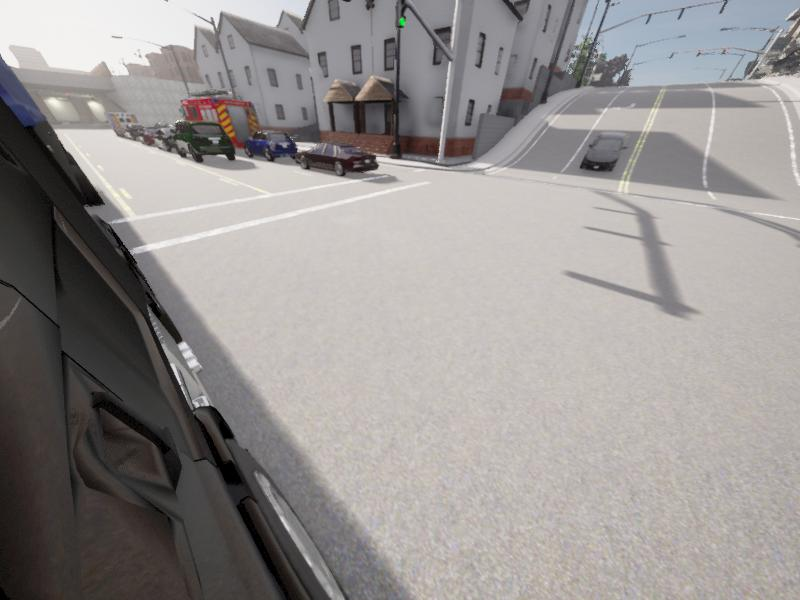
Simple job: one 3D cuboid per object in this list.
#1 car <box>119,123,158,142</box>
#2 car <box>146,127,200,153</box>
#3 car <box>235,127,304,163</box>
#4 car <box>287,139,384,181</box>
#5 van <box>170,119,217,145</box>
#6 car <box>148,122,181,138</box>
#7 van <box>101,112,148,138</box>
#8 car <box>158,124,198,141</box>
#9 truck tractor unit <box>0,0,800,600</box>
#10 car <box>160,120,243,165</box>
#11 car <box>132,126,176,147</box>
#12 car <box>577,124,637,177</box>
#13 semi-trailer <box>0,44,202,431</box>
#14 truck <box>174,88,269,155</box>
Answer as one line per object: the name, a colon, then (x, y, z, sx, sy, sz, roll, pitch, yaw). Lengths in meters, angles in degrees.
car: (-29.402, -18.865, 25.947, 4.892, 1.490, 1.837, 28, 44, 30)
car: (-18.554, -13.106, 18.854, 4.892, 1.490, 1.837, 28, 44, 30)
car: (-9.228, -11.024, 16.328, 4.553, 1.767, 2.097, 28, 44, 30)
car: (-3.611, -7.898, 12.803, 5.357, 1.411, 2.033, 26, 43, 28)
van: (-21.972, -17.888, 24.588, 4.480, 2.038, 2.069, 28, 44, 30)
car: (-31.634, -22.844, 31.037, 3.988, 1.617, 1.851, 28, 44, 30)
van: (-35.275, -22.368, 29.524, 6.366, 2.431, 2.351, 28, 44, 30)
car: (-26.904, -20.286, 27.961, 4.902, 1.511, 2.128, 28, 44, 30)
truck tractor unit: (-2.645, -0.295, 0.351, 6.516, 4.208, 3.053, 28, 44, 30)
car: (-12.910, -10.337, 15.005, 5.566, 2.045, 2.150, 28, 44, 30)
car: (-23.622, -15.729, 22.183, 4.181, 1.385, 1.994, 29, 45, 31)
car: (14.279, -10.436, 15.947, 1.882, 1.535, 5.008, 27, 59, 29)
semi-trailer: (-8.701, -3.585, 4.250, 14.254, 4.402, 2.717, 28, 44, 30)
truck: (-15.267, -15.061, 19.694, 8.468, 3.827, 2.891, 28, 44, 30)
